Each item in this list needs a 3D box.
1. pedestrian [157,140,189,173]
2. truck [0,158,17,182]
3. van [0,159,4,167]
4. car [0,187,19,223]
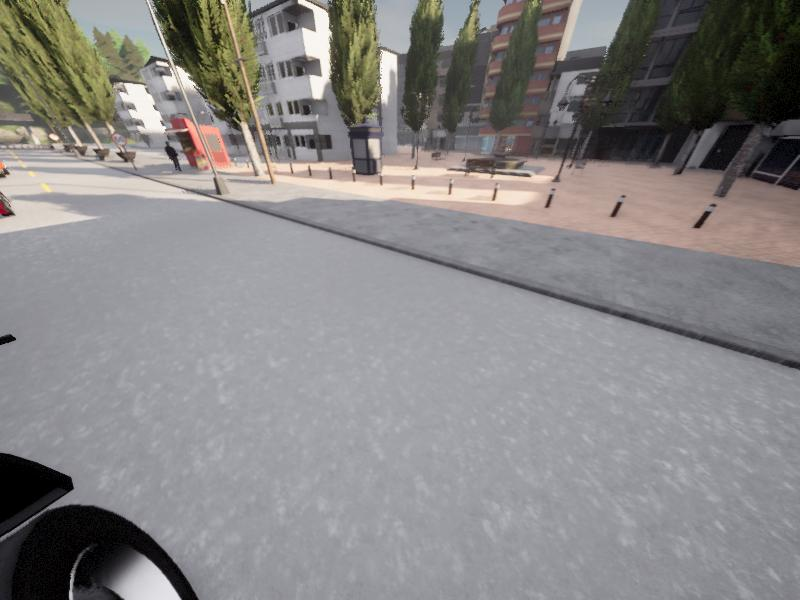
[{"bbox_3d":[-15.680,-9.912,15.974,0.751,1.860,0.751,25,42,30],"label":"pedestrian"},{"bbox_3d":[-26.019,-8.497,13.558,5.204,2.467,2.627,22,41,28],"label":"truck"},{"bbox_3d":[-37.185,-13.088,19.908,5.915,2.561,1.988,22,41,28],"label":"van"},{"bbox_3d":[-14.553,-3.360,7.347,4.181,1.385,1.994,22,41,28],"label":"car"}]
